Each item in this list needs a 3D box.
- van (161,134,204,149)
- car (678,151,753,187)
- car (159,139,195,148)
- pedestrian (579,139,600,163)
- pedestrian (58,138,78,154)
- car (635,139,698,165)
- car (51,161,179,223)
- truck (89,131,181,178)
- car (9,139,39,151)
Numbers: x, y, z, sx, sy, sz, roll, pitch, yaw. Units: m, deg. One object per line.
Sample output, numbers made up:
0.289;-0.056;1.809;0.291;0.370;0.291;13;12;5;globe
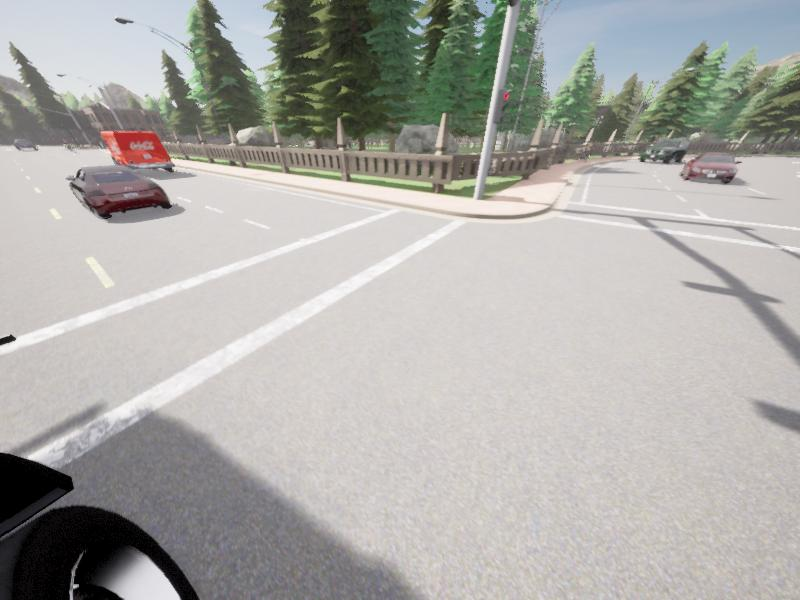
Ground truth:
-46.998;-34.510;50.128;1.988;2.561;5.915;22;41;28;van
18.958;-8.148;14.153;1.812;1.442;4.674;28;44;33;car
-50.010;-35.166;51.862;1.801;1.575;5.366;22;41;28;car
17.692;-13.929;21.622;0.751;1.860;0.751;-25;43;-31;pedestrian
-47.568;-22.046;33.115;0.751;1.860;0.751;23;41;29;pedestrian
26.992;-15.066;23.412;5.566;2.045;2.150;-18;39;-24;car
-10.599;-4.195;8.612;4.181;1.385;1.994;22;41;28;car
-18.837;-10.484;16.480;5.204;2.467;2.627;22;41;28;truck
-67.458;-27.830;41.417;5.027;1.651;2.152;22;41;28;car
